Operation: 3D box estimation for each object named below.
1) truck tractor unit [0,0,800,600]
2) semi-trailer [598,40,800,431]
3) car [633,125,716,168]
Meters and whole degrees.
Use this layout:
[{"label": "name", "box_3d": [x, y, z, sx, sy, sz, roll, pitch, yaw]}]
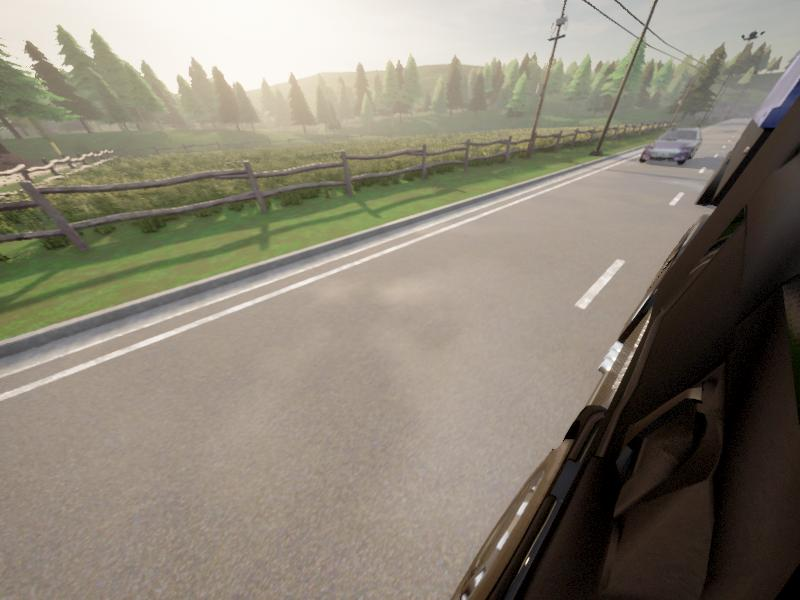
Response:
[{"label": "truck tractor unit", "box_3d": [2.645, -0.295, 0.351, 6.516, 4.208, 3.053, -28, 44, -30]}, {"label": "semi-trailer", "box_3d": [8.686, -3.604, 4.251, 14.254, 4.402, 2.717, -28, 44, -30]}, {"label": "car", "box_3d": [15.782, -8.917, 13.270, 4.856, 1.649, 2.033, -28, 43, -30]}]
